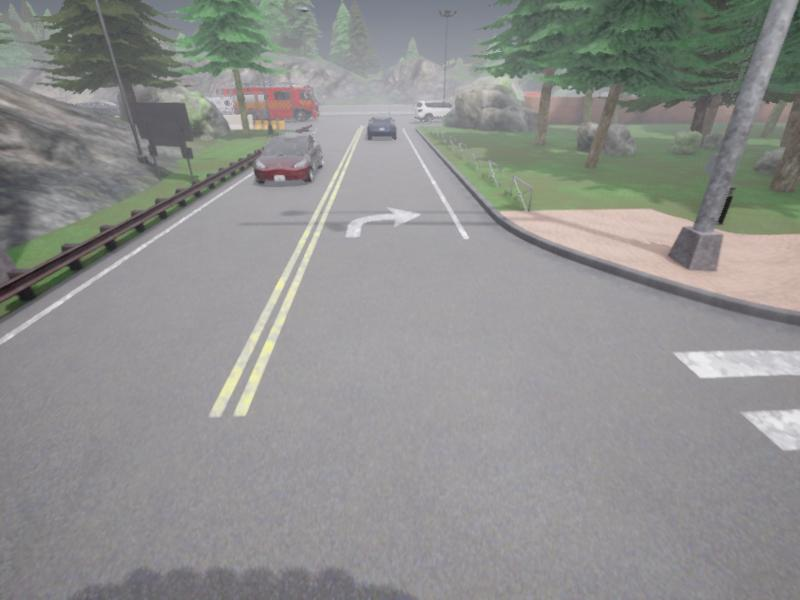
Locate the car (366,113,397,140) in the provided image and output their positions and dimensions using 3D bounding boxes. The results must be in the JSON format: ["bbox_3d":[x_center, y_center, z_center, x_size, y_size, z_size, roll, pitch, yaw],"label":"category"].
[{"bbox_3d":[-1.268,-12.069,27.738,1.994,1.385,4.181,-2,28,-2],"label":"car"}]

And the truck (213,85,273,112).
[{"bbox_3d":[-26.255,-33.958,67.349,8.468,3.827,2.891,-2,28,-3],"label":"truck"}]

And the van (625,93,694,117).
[{"bbox_3d":[31.435,-23.726,48.613,6.366,2.431,2.351,-2,28,-3],"label":"van"}]

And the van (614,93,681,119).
[{"bbox_3d":[27.945,-22.024,45.325,5.915,2.561,1.988,-2,28,-3],"label":"van"}]

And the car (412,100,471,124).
[{"bbox_3d":[4.254,-19.549,41.514,5.566,2.045,2.150,-6,28,-11],"label":"car"}]

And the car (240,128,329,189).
[{"bbox_3d":[-4.129,-5.533,15.284,2.163,1.488,4.792,-2,28,-2],"label":"car"}]

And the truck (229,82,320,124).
[{"bbox_3d":[-13.253,-21.275,43.137,8.468,3.827,2.891,-2,28,-3],"label":"truck"}]
